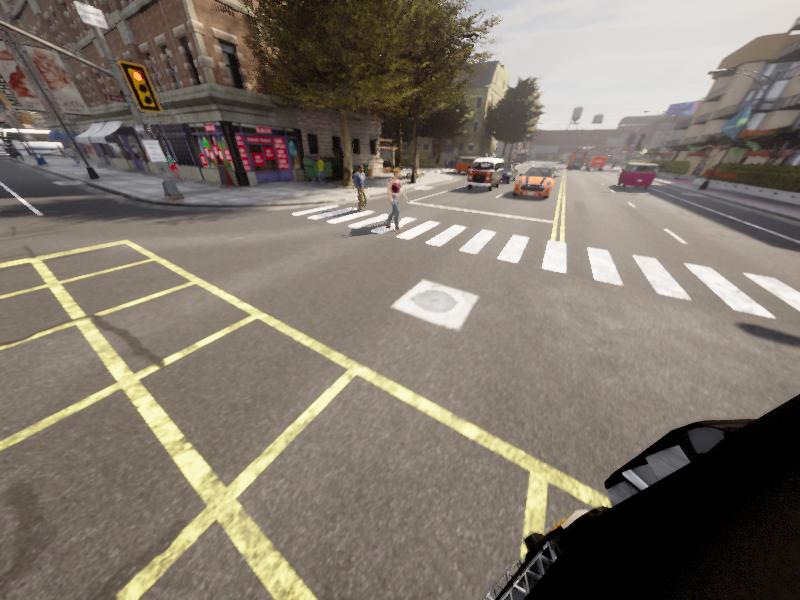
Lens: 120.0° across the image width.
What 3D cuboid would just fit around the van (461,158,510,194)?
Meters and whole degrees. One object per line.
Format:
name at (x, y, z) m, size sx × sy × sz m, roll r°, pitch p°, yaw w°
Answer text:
van at (6.513, -9.442, 17.317) m, size 2.069 × 2.038 × 4.480 m, roll 19°, pitch 36°, yaw 25°

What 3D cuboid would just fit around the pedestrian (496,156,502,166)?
pedestrian at (22.291, -31.179, 51.932) m, size 0.751 × 1.860 × 0.751 m, roll 20°, pitch 37°, yaw 26°

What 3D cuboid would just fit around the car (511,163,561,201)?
car at (9.078, -7.935, 15.301) m, size 2.097 × 1.767 × 4.553 m, roll 19°, pitch 37°, yaw 25°

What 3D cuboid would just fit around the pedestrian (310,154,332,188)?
pedestrian at (-5.068, -8.289, 14.828) m, size 0.751 × 1.860 × 0.751 m, roll 19°, pitch 36°, yaw 25°

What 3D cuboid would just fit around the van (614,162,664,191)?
van at (21.086, -11.116, 20.649) m, size 1.775 × 1.987 × 4.442 m, roll 19°, pitch 37°, yaw 25°

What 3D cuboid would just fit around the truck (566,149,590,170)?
truck at (40.767, -32.395, 53.165) m, size 2.891 × 3.827 × 8.468 m, roll 19°, pitch 37°, yaw 25°

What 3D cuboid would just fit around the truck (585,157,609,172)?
truck at (40.722, -28.194, 47.844) m, size 2.627 × 2.467 × 5.204 m, roll 19°, pitch 37°, yaw 25°

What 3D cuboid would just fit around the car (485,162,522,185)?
car at (10.136, -12.379, 22.472) m, size 2.152 × 1.651 × 5.027 m, roll 19°, pitch 37°, yaw 25°

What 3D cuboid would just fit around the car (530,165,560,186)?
car at (14.285, -12.288, 22.632) m, size 1.837 × 1.490 × 4.892 m, roll 19°, pitch 37°, yaw 25°

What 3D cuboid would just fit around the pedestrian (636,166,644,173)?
pedestrian at (43.741, -23.870, 42.153) m, size 0.500 × 1.100 × 0.500 m, roll 19°, pitch 37°, yaw 25°

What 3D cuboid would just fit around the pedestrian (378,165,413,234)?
pedestrian at (-0.145, -3.160, 7.295) m, size 0.751 × 1.860 × 0.751 m, roll 19°, pitch 37°, yaw 26°

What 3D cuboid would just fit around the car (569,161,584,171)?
car at (36.085, -27.439, 47.306) m, size 1.789 × 1.549 × 3.705 m, roll 19°, pitch 37°, yaw 25°

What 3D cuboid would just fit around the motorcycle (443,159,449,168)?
motorcycle at (8.510, -25.322, 42.754) m, size 0.764 × 1.277 × 2.356 m, roll -6°, pitch 32°, yaw 6°

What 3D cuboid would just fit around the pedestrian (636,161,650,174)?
pedestrian at (41.229, -22.522, 39.221) m, size 0.751 × 1.860 × 0.751 m, roll 15°, pitch 35°, yaw 20°

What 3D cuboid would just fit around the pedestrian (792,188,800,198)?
pedestrian at (28.775, -8.027, 15.943) m, size 0.751 × 1.860 × 0.751 m, roll 19°, pitch 37°, yaw 25°

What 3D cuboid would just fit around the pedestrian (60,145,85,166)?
pedestrian at (-34.925, -15.428, 24.669) m, size 0.751 × 1.860 × 0.751 m, roll -26°, pitch 42°, yaw -36°

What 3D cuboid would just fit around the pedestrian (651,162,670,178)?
pedestrian at (34.516, -17.236, 30.634) m, size 0.751 × 1.860 × 0.751 m, roll 18°, pitch 36°, yaw 24°

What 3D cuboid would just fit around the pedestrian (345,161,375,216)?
pedestrian at (-1.588, -4.466, 9.277) m, size 0.751 × 1.860 × 0.751 m, roll 22°, pitch 38°, yaw 28°

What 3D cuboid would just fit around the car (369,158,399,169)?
car at (-2.756, -23.010, 38.854) m, size 4.718 × 1.301 × 1.895 m, roll 19°, pitch 37°, yaw 26°

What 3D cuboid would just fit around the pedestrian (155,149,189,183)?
pedestrian at (-14.879, -8.754, 15.114) m, size 0.751 × 1.860 × 0.751 m, roll 21°, pitch 37°, yaw 27°

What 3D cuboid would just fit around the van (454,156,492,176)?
van at (9.280, -17.231, 29.699) m, size 1.775 × 1.987 × 4.442 m, roll -16°, pitch 37°, yaw -26°

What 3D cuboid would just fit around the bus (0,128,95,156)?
bus at (-71.210, -31.643, 46.539) m, size 3.944 × 4.253 × 10.273 m, roll 19°, pitch 36°, yaw 25°
